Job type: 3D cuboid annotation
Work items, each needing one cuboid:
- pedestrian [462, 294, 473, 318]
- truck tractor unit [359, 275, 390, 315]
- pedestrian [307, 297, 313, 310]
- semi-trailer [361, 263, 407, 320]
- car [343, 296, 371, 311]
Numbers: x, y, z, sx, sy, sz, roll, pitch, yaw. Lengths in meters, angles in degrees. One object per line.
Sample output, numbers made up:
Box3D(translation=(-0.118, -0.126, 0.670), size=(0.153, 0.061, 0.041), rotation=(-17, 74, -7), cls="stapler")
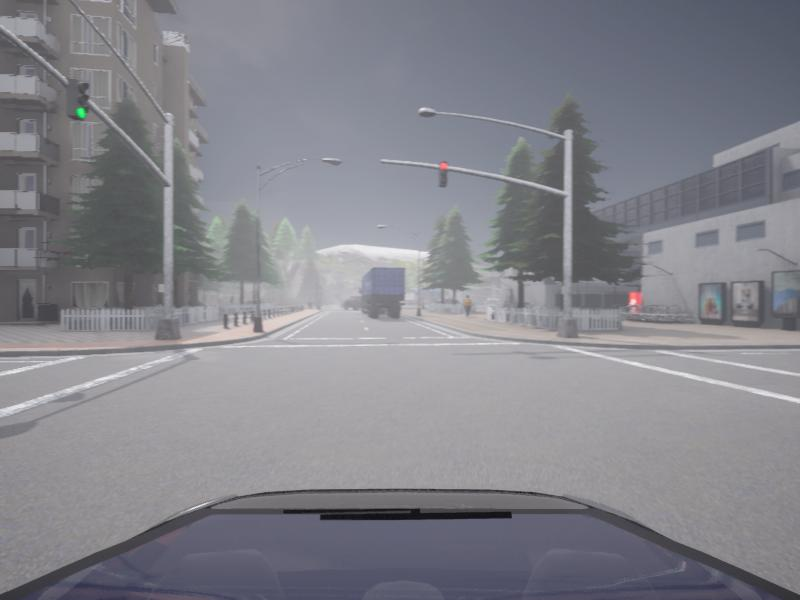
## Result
Box3D(translation=(5.375, 0.477, 31.898), size=(0.751, 1.860, 0.751), rotation=(0, 0, 7), cls="pedestrian")
Box3D(translation=(-3.072, -0.559, 45.944), size=(3.053, 4.208, 6.516), rotation=(0, 0, -8), cls="truck tractor unit")
Box3D(translation=(-12.907, 0.530, 57.578), size=(0.751, 1.860, 0.751), rotation=(0, 0, -6), cls="pedestrian")
Box3D(translation=(-1.909, -0.652, 38.114), size=(2.717, 4.402, 14.254), rotation=(0, 0, -9), cls="semi-trailer")
Box3D(translation=(-6.306, 0.480, 57.738), size=(2.150, 2.045, 5.566), rotation=(0, 0, -28), cls="car")
